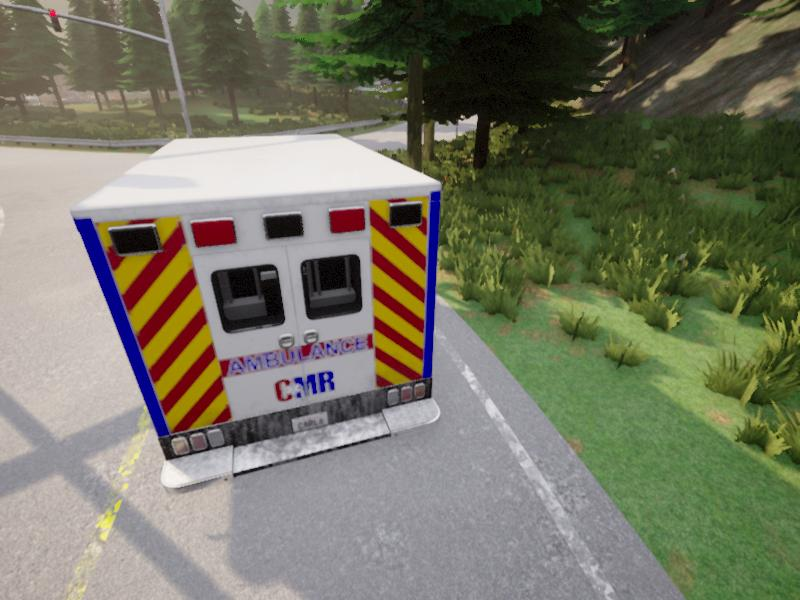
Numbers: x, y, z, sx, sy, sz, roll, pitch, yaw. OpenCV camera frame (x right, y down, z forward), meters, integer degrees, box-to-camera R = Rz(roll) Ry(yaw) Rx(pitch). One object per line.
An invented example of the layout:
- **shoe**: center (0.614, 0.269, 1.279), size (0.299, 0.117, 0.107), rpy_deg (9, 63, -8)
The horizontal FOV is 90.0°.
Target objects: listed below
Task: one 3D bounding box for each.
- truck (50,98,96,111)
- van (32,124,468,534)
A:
- **truck**: center (-62.377, -37.533, 76.549), size (2.390, 2.098, 6.274), rpy_deg (8, 29, 15)
- **van**: center (-1.694, -0.853, 5.507), size (2.351, 2.431, 6.366), rpy_deg (-9, 29, -17)
